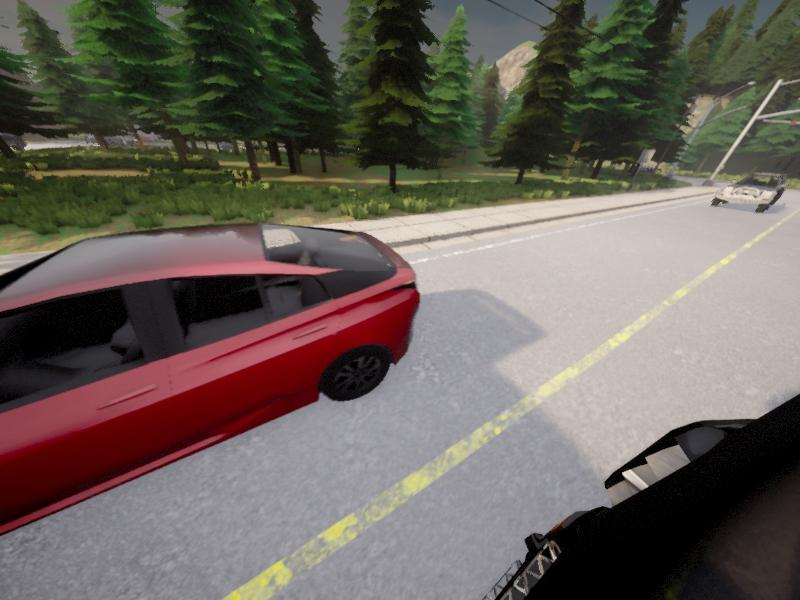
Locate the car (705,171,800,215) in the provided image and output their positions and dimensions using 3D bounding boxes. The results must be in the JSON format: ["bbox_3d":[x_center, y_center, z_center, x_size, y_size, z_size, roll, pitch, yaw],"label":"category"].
[{"bbox_3d":[20.117,-6.203,13.141,4.605,1.855,1.932,-16,38,-26],"label":"car"}]

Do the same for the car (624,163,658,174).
[{"bbox_3d":[45.303,-24.931,43.618,1.970,1.475,3.806,-4,34,-10],"label":"car"}]

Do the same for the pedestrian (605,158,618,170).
[{"bbox_3d":[38.800,-24.866,42.355,0.751,1.860,0.751,4,34,2],"label":"pedestrian"}]

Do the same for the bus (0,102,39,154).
[{"bbox_3d":[-40.770,-15.987,21.076,3.944,4.253,10.273,-17,38,-27],"label":"bus"}]

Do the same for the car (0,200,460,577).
[{"bbox_3d":[-2.018,0.268,2.005,4.514,1.525,2.007,-15,38,-25],"label":"car"}]

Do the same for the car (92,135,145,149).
[{"bbox_3d":[-45.060,-25.326,37.123,4.856,1.649,2.033,-18,39,-28],"label":"car"}]
